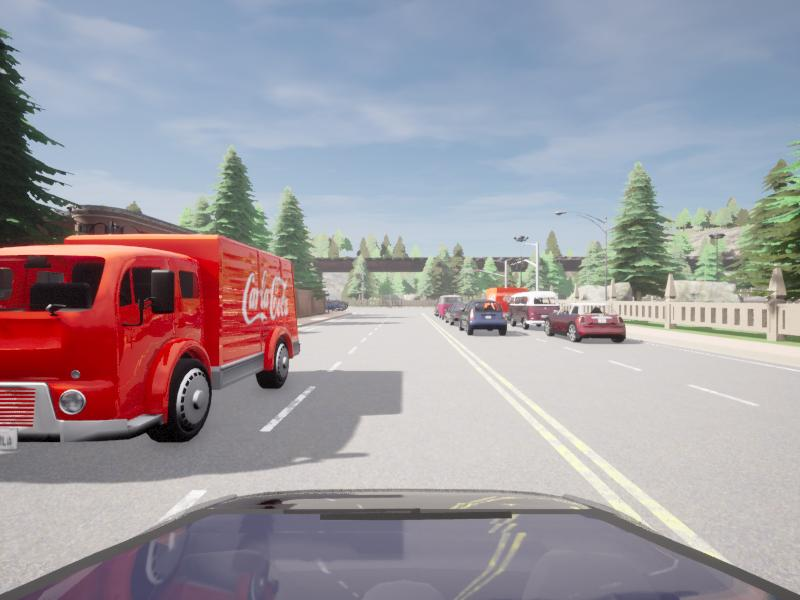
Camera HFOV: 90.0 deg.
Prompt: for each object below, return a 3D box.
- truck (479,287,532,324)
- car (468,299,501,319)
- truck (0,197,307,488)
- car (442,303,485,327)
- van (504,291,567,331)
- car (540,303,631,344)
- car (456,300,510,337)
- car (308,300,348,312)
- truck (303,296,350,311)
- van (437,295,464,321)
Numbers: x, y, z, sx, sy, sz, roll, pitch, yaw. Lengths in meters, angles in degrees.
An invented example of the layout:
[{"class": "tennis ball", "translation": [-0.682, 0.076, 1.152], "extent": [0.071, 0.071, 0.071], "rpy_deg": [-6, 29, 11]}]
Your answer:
[{"class": "truck", "translation": [7.576, 0.357, 29.430], "extent": [2.627, 2.467, 5.204], "rpy_deg": [0, 0, 1]}, {"class": "car", "translation": [7.714, 0.778, 36.930], "extent": [2.033, 1.649, 4.856], "rpy_deg": [0, 0, 1]}, {"class": "truck", "translation": [-3.370, 0.353, 6.016], "extent": [2.627, 2.467, 5.204], "rpy_deg": [0, 0, 1]}, {"class": "car", "translation": [4.012, 0.895, 26.078], "extent": [2.033, 1.411, 5.357], "rpy_deg": [0, 0, 1]}, {"class": "van", "translation": [7.443, 0.571, 22.492], "extent": [2.069, 2.038, 4.480], "rpy_deg": [0, 0, 1]}, {"class": "car", "translation": [7.326, 0.853, 16.244], "extent": [1.970, 1.475, 3.806], "rpy_deg": [0, 0, 1]}, {"class": "car", "translation": [3.884, 0.788, 19.320], "extent": [1.851, 1.617, 3.988], "rpy_deg": [0, 0, 1]}, {"class": "car", "translation": [-9.826, 0.781, 54.902], "extent": [5.027, 1.651, 2.152], "rpy_deg": [0, 0, 1]}, {"class": "truck", "translation": [-10.679, 0.542, 58.421], "extent": [6.274, 2.098, 2.390], "rpy_deg": [0, 0, 1]}, {"class": "van", "translation": [4.143, 0.599, 33.180], "extent": [1.775, 1.987, 4.442], "rpy_deg": [0, 0, 1]}]
